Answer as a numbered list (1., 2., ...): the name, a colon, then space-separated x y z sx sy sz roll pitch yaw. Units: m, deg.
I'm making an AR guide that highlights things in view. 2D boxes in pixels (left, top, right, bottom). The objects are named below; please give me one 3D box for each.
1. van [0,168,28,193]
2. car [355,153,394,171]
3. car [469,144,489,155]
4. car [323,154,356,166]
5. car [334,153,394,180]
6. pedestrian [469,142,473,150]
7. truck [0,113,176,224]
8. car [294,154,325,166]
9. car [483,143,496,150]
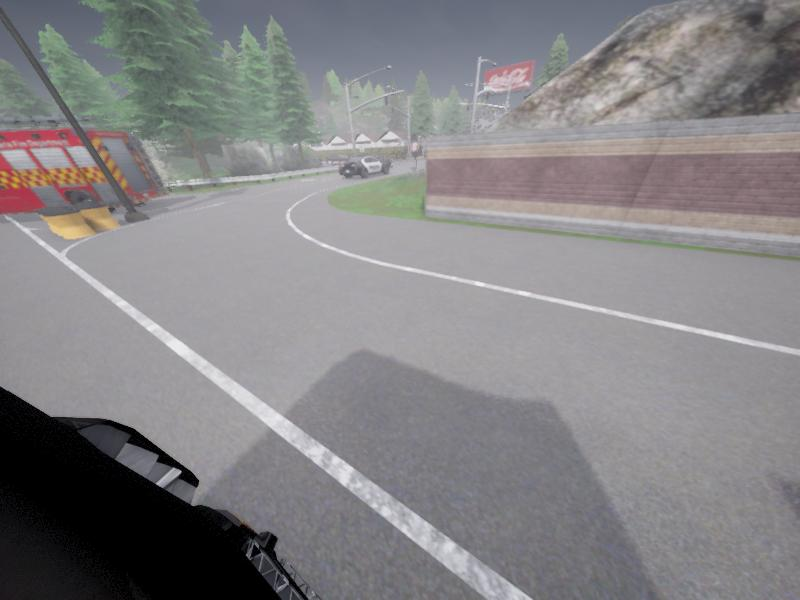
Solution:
1. van: -41.154 -12.241 23.655 4.480 2.038 2.069 16 38 26
2. car: -2.601 -14.920 24.909 1.994 1.385 4.181 16 38 26
3. car: 15.219 -28.893 44.333 2.242 1.667 4.611 17 38 25
4. car: -9.616 -22.338 36.818 4.792 1.488 2.163 16 38 26
5. car: -2.711 -10.985 18.877 2.038 1.542 4.974 16 38 26
6. pedestrian: 19.978 -43.476 65.200 0.751 1.860 0.751 8 35 17
7. truck: -17.213 -6.064 10.912 8.468 3.827 2.891 -6 35 -5
8. car: -15.646 -24.109 39.890 5.008 1.535 1.882 16 38 26
9. car: 24.937 -42.724 64.310 1.837 1.490 4.892 19 40 28
